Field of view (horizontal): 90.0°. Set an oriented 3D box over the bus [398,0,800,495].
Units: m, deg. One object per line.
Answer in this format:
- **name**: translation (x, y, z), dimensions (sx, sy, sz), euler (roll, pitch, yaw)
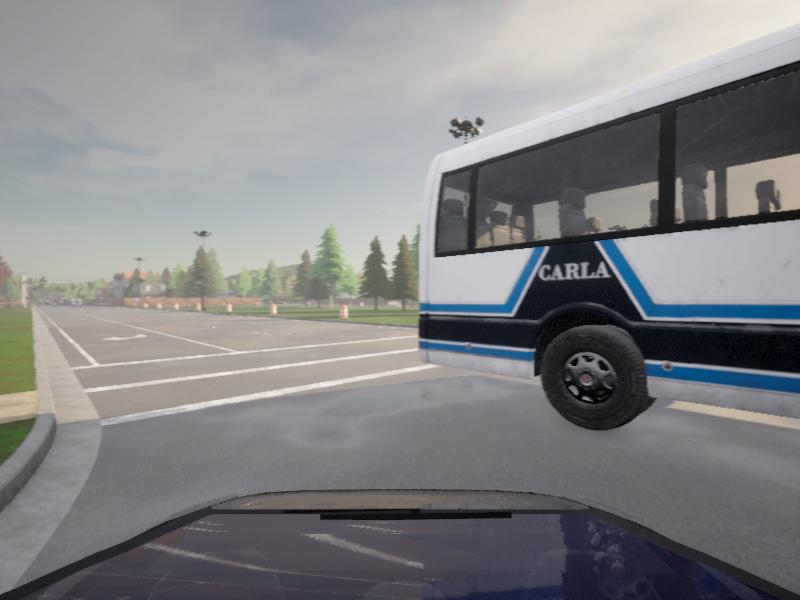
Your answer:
- **bus**: translation (4.912, -0.551, 4.347), dimensions (3.944, 4.253, 10.273), euler (0, 0, -43)
